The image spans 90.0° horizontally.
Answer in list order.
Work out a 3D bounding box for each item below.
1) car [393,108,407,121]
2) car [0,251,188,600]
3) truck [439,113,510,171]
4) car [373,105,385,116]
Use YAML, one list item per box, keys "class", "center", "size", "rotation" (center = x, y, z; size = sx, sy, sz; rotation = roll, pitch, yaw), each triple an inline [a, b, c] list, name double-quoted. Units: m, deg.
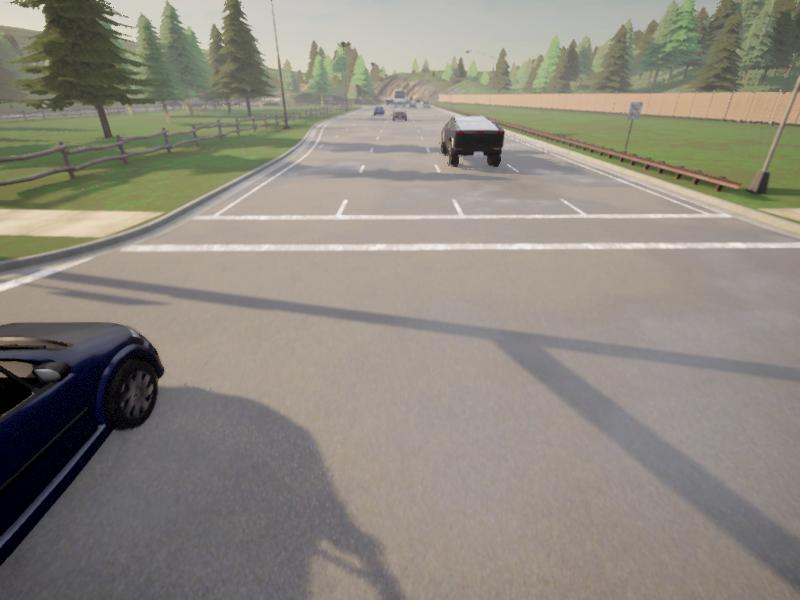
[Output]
- class: "car"
  center: [-0.022, -25.568, 55.018]
  size: [1.812, 1.442, 4.674]
  rotation: [0, 27, 0]
- class: "car"
  center: [-3.498, 1.125, 2.712]
  size: [1.851, 1.617, 3.988]
  rotation: [0, 27, 0]
- class: "truck"
  center: [3.489, -8.203, 20.358]
  size: [2.390, 2.098, 6.274]
  rotation: [0, 27, 0]
- class: "car"
  center: [-3.532, -32.502, 68.541]
  size: [1.816, 1.474, 4.193]
  rotation: [0, 27, 0]
